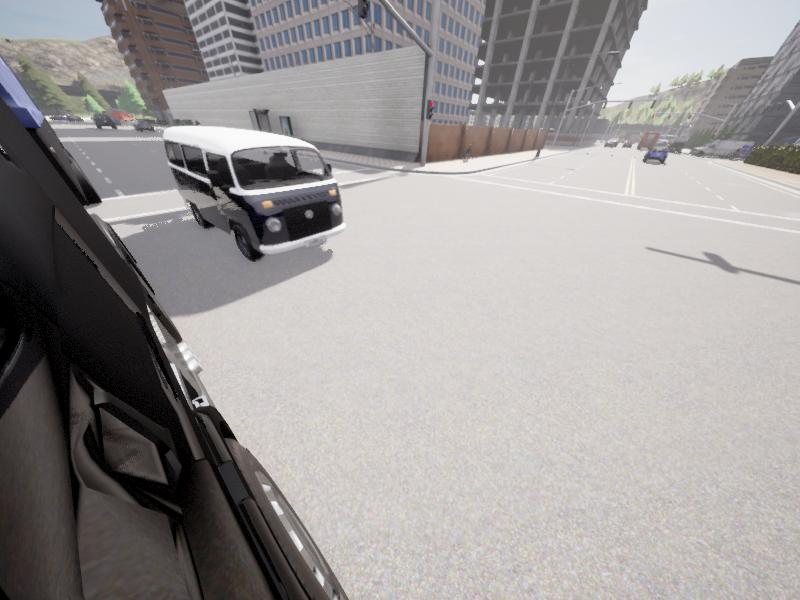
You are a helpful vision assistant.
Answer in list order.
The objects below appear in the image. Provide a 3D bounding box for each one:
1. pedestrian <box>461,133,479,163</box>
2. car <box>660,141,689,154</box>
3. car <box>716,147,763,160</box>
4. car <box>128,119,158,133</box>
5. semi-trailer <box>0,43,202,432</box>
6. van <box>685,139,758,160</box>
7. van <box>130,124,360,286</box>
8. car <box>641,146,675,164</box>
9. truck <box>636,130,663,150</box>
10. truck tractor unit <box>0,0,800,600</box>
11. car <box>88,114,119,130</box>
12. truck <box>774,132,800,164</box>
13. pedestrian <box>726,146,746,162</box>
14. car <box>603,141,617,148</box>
[{"bbox_3d":[5.408,-11.842,17.997,0.751,1.860,0.751,25,42,27],"label":"pedestrian"},{"bbox_3d":[55.106,-30.621,46.425,1.905,1.878,3.866,15,38,16],"label":"car"},{"bbox_3d":[57.551,-24.950,39.283,3.988,1.617,1.851,27,43,29],"label":"car"},{"bbox_3d":[-41.903,-28.420,37.633,4.856,1.649,2.033,28,44,30],"label":"car"},{"bbox_3d":[-8.698,-3.614,4.213,14.254,4.402,2.717,28,44,30],"label":"semi-trailer"},{"bbox_3d":[52.786,-24.897,38.161,6.366,2.431,2.351,15,39,16],"label":"van"},{"bbox_3d":[-3.239,-2.400,4.944,4.480,2.038,2.069,27,43,29],"label":"van"},{"bbox_3d":[29.975,-17.004,26.976,2.007,1.525,4.514,28,44,30],"label":"car"},{"bbox_3d":[61.686,-39.673,57.283,2.891,3.827,8.468,28,44,30],"label":"truck"},{"bbox_3d":[-2.645,-0.295,0.351,6.516,4.208,3.053,28,44,30],"label":"truck tractor unit"},{"bbox_3d":[-51.421,-30.931,40.054,5.566,2.045,2.150,28,44,30],"label":"car"},{"bbox_3d":[61.636,-21.035,32.382,8.468,3.827,2.891,28,43,30],"label":"truck"},{"bbox_3d":[47.690,-20.803,32.821,0.751,1.860,0.751,-27,46,-34],"label":"pedestrian"},{"bbox_3d":[52.968,-39.289,58.257,2.033,1.411,5.357,28,44,30],"label":"car"}]
